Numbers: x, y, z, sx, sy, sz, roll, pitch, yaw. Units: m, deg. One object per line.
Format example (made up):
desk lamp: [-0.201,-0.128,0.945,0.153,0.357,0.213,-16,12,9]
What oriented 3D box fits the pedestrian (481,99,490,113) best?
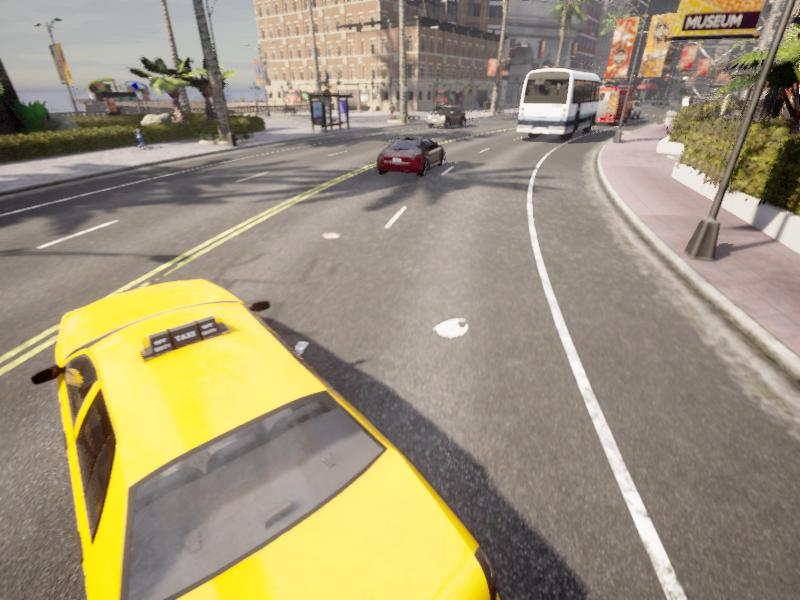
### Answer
pedestrian: [12.387,-28.054,57.872,0.751,1.860,0.751,-24,36,-38]

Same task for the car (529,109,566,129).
car: [13.861,-17.012,37.493,1.970,1.475,3.806,19,33,32]

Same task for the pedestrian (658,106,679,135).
pedestrian: [19.566,-13.072,29.143,0.751,1.860,0.751,19,33,32]

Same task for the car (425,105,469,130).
car: [4.346,-16.716,36.495,1.932,1.855,4.605,18,32,31]

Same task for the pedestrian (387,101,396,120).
pedestrian: [-0.886,-20.843,44.042,0.751,1.860,0.751,8,29,16]

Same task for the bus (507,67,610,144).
bus: [11.905,-14.385,29.456,3.944,4.253,10.273,17,32,30]

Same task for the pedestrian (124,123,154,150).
pedestrian: [-14.131,-8.863,21.672,0.751,1.300,0.751,8,29,16]

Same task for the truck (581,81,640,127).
truck: [21.590,-20.119,40.914,2.891,3.827,8.468,19,33,32]

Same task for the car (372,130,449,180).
car: [0.567,-6.260,16.991,1.994,1.385,4.181,9,29,17]

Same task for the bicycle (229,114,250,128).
bicycle: [-14.324,-16.011,35.755,0.373,1.024,1.643,19,33,32]

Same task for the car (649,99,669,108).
car: [53.735,-40.818,83.186,2.128,1.511,4.902,8,29,14]

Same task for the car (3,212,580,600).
car: [-1.682,0.767,3.307,1.801,1.575,5.366,-22,35,-35]

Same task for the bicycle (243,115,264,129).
bicycle: [-12.710,-15.456,34.690,0.373,1.024,1.643,19,33,32]
